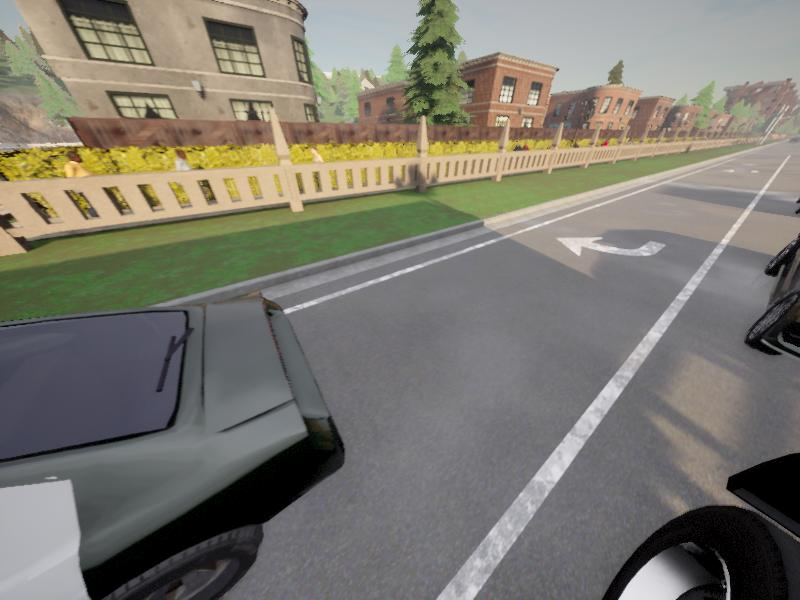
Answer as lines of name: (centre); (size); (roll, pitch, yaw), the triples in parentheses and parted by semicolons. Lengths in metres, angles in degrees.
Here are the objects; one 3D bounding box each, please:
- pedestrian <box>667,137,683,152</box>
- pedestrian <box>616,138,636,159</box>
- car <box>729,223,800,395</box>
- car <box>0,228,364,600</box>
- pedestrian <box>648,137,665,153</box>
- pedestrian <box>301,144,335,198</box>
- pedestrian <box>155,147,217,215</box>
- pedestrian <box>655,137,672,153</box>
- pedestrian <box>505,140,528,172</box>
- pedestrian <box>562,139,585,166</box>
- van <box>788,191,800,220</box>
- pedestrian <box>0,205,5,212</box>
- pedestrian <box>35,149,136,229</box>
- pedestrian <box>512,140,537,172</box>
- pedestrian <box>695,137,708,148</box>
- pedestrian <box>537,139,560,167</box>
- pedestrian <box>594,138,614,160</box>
pedestrian: (42.244, -23.882, 35.473); (0.751, 1.860, 0.751); (-22, 40, -27)
pedestrian: (24.518, -16.438, 25.074); (0.751, 1.860, 0.751); (-22, 41, -28)
car: (6.652, -0.229, 2.766); (5.027, 1.651, 2.152); (-22, 41, -28)
car: (-2.909, 1.220, 0.876); (4.974, 1.542, 2.038); (-22, 40, -27)
pedestrian: (36.522, -22.068, 32.951); (0.751, 1.860, 0.751); (-21, 40, -26)
pedestrian: (-3.372, -5.368, 9.622); (0.751, 1.860, 0.751); (-26, 43, -32)
pedestrian: (-6.835, -3.849, 7.499); (0.751, 1.860, 0.751); (-21, 40, -27)
pedestrian: (37.532, -22.022, 32.878); (0.751, 1.860, 0.751); (-25, 42, -31)
pedestrian: (8.313, -10.326, 16.549); (0.751, 1.860, 0.751); (-19, 39, -24)
pedestrian: (14.623, -12.439, 19.490); (0.751, 1.860, 0.751); (-22, 41, -28)
van: (15.121, -3.831, 7.485); (4.442, 1.987, 1.775); (-22, 41, -28)
pedestrian: (-14.200, -3.653, 7.284); (0.751, 1.860, 0.751); (-22, 41, -28)
pedestrian: (-8.560, -3.088, 6.435); (0.751, 1.860, 0.751); (-23, 41, -28)
pedestrian: (8.650, -10.013, 16.104); (0.751, 1.860, 0.751); (-22, 41, -28)
pedestrian: (58.567, -30.594, 44.857); (0.751, 1.860, 0.751); (-23, 41, -28)
pedestrian: (12.295, -12.199, 19.171); (0.751, 1.860, 0.751); (-21, 40, -26)
pedestrian: (21.682, -16.074, 24.583); (0.751, 1.860, 0.751); (-22, 41, -28)
